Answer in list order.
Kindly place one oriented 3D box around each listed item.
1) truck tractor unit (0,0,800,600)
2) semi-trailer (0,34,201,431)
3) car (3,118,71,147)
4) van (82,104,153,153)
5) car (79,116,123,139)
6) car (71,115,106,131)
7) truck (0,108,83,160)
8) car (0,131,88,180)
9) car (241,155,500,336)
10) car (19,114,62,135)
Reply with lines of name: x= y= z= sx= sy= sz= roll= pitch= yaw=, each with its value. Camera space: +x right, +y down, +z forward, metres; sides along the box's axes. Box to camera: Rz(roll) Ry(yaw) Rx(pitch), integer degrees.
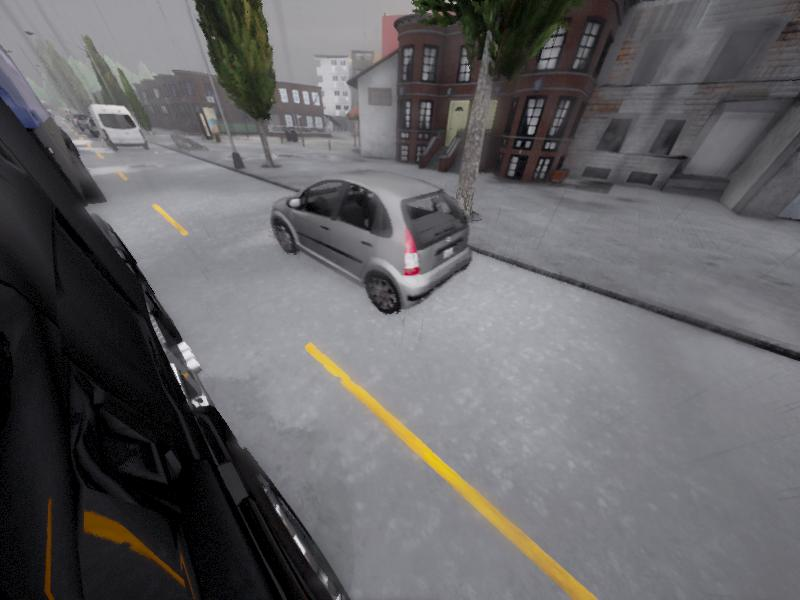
truck tractor unit: x=-2.645 y=-0.295 z=0.352 sx=6.516 sy=4.208 sz=3.053 roll=28 pitch=44 yaw=30
semi-trailer: x=-8.650 y=-3.650 z=4.256 sx=14.254 sy=4.402 sz=2.717 roll=29 pitch=44 yaw=30
car: x=-27.264 y=-12.755 z=17.527 sx=4.902 sy=1.511 sz=2.128 roll=29 pitch=44 yaw=30
van: x=-21.056 y=-12.833 z=17.197 sx=5.915 sy=2.561 sz=1.988 roll=30 pitch=45 yaw=31
car: x=-31.933 y=-18.423 z=24.657 sx=4.856 sy=1.649 sz=2.033 roll=29 pitch=44 yaw=30
car: x=-42.450 y=-24.105 z=31.457 sx=4.611 sy=1.667 sz=2.242 roll=29 pitch=44 yaw=31
truck: x=-21.515 y=-9.886 z=13.611 sx=6.274 sy=2.098 sz=2.390 roll=29 pitch=44 yaw=30
car: x=-15.439 y=-6.277 z=9.837 sx=4.181 sy=1.385 sz=1.994 roll=28 pitch=44 yaw=31
car: x=-0.746 y=-1.407 z=4.145 sx=3.988 sy=1.617 sz=1.851 roll=29 pitch=44 yaw=30
car: x=-38.332 y=-18.775 z=24.730 sx=5.366 sy=1.575 sz=1.801 roll=29 pitch=44 yaw=30
